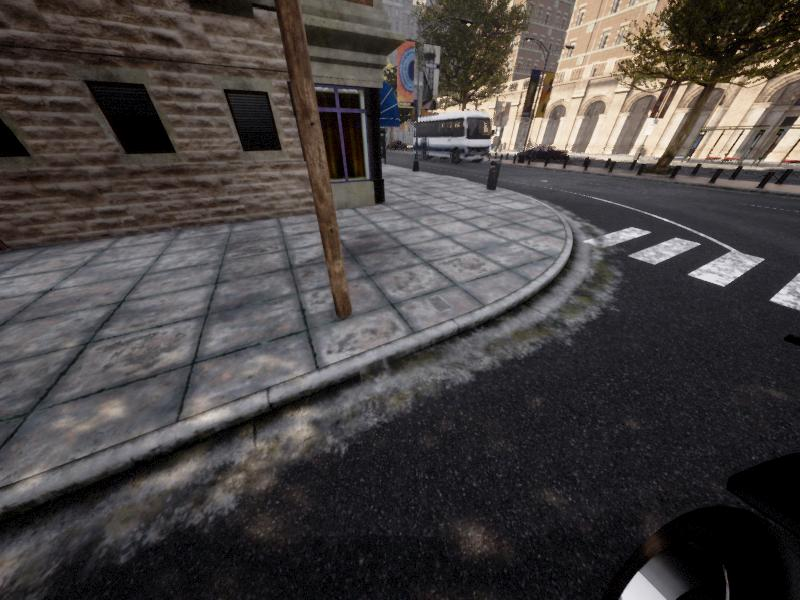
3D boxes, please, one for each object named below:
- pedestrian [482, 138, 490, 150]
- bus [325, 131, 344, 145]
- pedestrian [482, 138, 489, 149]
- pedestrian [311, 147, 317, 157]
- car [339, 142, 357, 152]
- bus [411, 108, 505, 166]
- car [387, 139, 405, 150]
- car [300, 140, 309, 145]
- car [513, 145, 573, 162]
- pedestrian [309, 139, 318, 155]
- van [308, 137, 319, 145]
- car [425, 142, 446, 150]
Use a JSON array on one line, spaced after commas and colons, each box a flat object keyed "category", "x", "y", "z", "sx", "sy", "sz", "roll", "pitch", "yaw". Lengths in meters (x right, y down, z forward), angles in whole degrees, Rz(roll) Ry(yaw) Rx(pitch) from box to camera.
[{"category": "pedestrian", "x": 16.445, "y": -29.706, "z": 44.038, "sx": 0.751, "sy": 1.860, "sz": 0.751, "roll": -10, "pitch": 36, "yaw": -14}, {"category": "bus", "x": -25.275, "y": -62.446, "z": 89.023, "sx": 3.944, "sy": 4.253, "sz": 10.273, "roll": -16, "pitch": 38, "yaw": -21}, {"category": "pedestrian", "x": 17.944, "y": -32.879, "z": 48.531, "sx": 0.751, "sy": 1.860, "sz": 0.751, "roll": -17, "pitch": 38, "yaw": -22}, {"category": "pedestrian", "x": -11.157, "y": -19.147, "z": 29.904, "sx": 0.500, "sy": 1.100, "sz": 0.500, "roll": -17, "pitch": 38, "yaw": -22}, {"category": "car", "x": -10.132, "y": -29.525, "z": 44.561, "sx": 2.007, "sy": 1.525, "sz": 4.514, "roll": -16, "pitch": 38, "yaw": -21}, {"category": "bus", "x": 5.412, "y": -17.511, "z": 25.038, "sx": 3.944, "sy": 4.253, "sz": 10.273, "roll": -16, "pitch": 38, "yaw": -21}, {"category": "car", "x": -0.916, "y": -33.871, "z": 50.360, "sx": 1.932, "sy": 1.855, "sz": 4.605, "roll": -16, "pitch": 38, "yaw": -21}, {"category": "car", "x": -35.765, "y": -58.676, "z": 86.225, "sx": 2.033, "sy": 1.411, "sz": 5.357, "roll": -16, "pitch": 38, "yaw": -21}, {"category": "car", "x": 16.260, "y": -16.876, "z": 26.542, "sx": 2.033, "sy": 1.411, "sz": 5.357, "roll": -25, "pitch": 42, "yaw": -31}, {"category": "pedestrian", "x": -13.047, "y": -22.997, "z": 34.721, "sx": 0.751, "sy": 1.860, "sz": 0.751, "roll": -18, "pitch": 39, "yaw": -24}, {"category": "van", "x": -32.849, "y": -60.252, "z": 87.544, "sx": 2.351, "sy": 2.431, "sz": 6.366, "roll": -16, "pitch": 38, "yaw": -21}, {"category": "car", "x": 7.473, "y": -32.716, "z": 49.160, "sx": 1.895, "sy": 1.301, "sz": 4.718, "roll": -16, "pitch": 38, "yaw": -22}]
